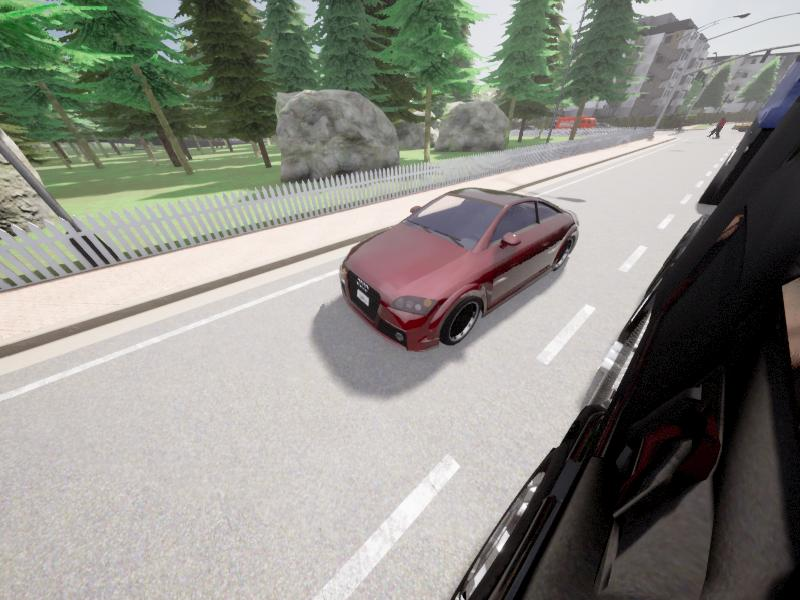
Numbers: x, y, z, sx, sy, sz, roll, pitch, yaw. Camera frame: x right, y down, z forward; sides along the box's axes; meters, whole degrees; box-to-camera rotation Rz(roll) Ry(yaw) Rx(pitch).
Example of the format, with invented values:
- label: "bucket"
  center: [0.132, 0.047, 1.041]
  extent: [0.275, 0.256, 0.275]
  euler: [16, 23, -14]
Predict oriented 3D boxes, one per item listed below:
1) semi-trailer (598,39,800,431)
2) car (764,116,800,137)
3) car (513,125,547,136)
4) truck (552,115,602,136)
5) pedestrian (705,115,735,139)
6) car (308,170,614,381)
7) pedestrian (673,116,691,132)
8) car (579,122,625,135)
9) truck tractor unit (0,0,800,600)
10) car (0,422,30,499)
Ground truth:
- label: "semi-trailer"
  center: [8.707, -3.601, 4.214]
  extent: [14.254, 4.402, 2.717]
  euler: [-28, 44, -30]
- label: "car"
  center: [40.301, -17.204, 22.749]
  extent: [5.366, 1.575, 1.801]
  euler: [-5, 37, -2]
- label: "car"
  center: [23.189, -30.321, 41.420]
  extent: [1.837, 1.490, 4.892]
  euler: [-26, 43, -28]
- label: "truck"
  center: [27.676, -27.363, 36.372]
  extent: [2.627, 2.467, 5.204]
  euler: [-26, 43, -28]
- label: "pedestrian"
  center: [31.956, -17.282, 23.109]
  extent: [0.751, 1.860, 0.751]
  euler: [16, 41, 23]
- label: "car"
  center: [1.112, -0.949, 3.699]
  extent: [4.181, 1.385, 1.994]
  euler: [-26, 43, -28]
- label: "pedestrian"
  center: [41.582, -25.967, 34.094]
  extent: [0.751, 1.860, 0.751]
  euler: [14, 40, 21]
- label: "car"
  center: [31.963, -27.230, 36.723]
  extent: [2.128, 1.511, 4.902]
  euler: [-26, 43, -28]
- label: "truck tractor unit"
  center: [2.645, -0.295, 0.351]
  extent: [6.516, 4.208, 3.053]
  euler: [-28, 44, -30]
- label: "car"
  center: [-4.471, 1.840, 0.127]
  extent: [3.988, 1.617, 1.851]
  euler: [-27, 43, -29]
